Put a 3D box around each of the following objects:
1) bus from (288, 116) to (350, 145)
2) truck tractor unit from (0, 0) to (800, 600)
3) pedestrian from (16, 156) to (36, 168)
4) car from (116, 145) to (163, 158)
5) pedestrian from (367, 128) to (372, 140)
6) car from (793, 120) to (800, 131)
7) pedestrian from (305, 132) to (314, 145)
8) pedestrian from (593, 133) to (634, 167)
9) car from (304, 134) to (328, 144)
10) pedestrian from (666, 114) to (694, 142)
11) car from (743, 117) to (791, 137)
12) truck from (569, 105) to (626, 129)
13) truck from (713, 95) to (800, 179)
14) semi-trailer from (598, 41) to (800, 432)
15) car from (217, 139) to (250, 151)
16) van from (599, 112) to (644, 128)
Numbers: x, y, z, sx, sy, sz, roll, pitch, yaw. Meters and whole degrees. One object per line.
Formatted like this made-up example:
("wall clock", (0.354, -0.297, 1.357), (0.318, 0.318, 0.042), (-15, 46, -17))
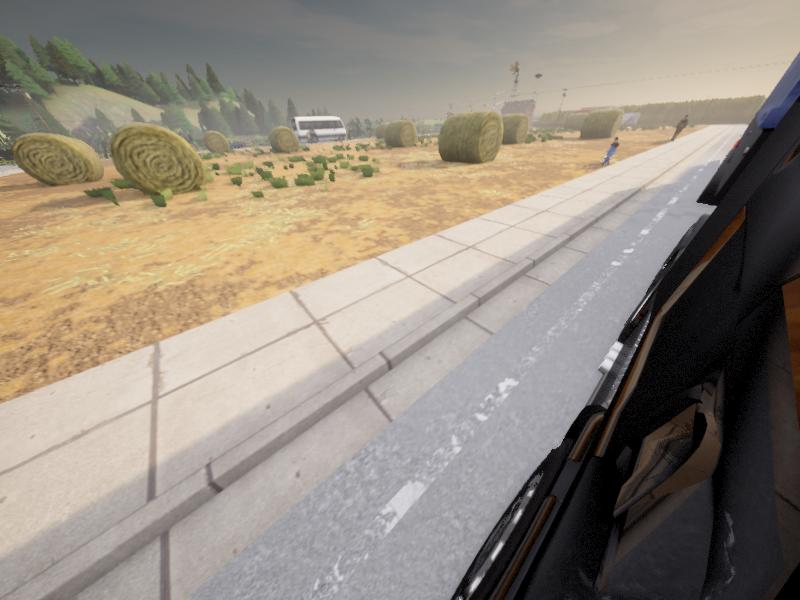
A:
("bus", (-15.902, -33.933, 46.201), (10.273, 4.253, 3.944), (-26, 42, -27))
("truck tractor unit", (2.645, -0.295, 0.351), (6.516, 4.208, 3.053), (-28, 44, -30))
("pedestrian", (-41.263, -15.232, 25.485), (0.500, 1.100, 0.500), (-15, 39, -16))
("car", (-40.884, -23.476, 36.469), (4.718, 1.301, 1.895), (-25, 42, -27))
("pedestrian", (-6.029, -32.762, 45.679), (0.751, 1.860, 0.751), (-2, 37, 1))
("car", (45.534, -19.568, 25.186), (5.238, 1.638, 1.930), (-28, 44, -30))
("pedestrian", (-16.264, -29.134, 41.554), (0.751, 1.860, 0.751), (-27, 43, -28))
("pedestrian", (10.431, -7.352, 11.334), (0.751, 1.300, 0.751), (-10, 38, -9))
("car", (-17.871, -34.436, 49.311), (4.193, 1.474, 1.816), (-25, 42, -27))
("pedestrian", (23.500, -14.458, 19.416), (0.751, 1.860, 0.751), (27, 46, 34))
("car", (35.985, -17.067, 22.738), (4.181, 1.385, 1.994), (-28, 44, -30))
("truck", (44.281, -41.164, 52.151), (2.891, 3.827, 8.468), (-27, 43, -29))
("truck", (16.104, -6.824, 9.576), (5.204, 2.467, 2.627), (-28, 43, -30))
("semi-trailer", (8.689, -3.627, 4.215), (14.254, 4.402, 2.717), (-28, 44, -30))
("car", (-28.600, -26.746, 39.831), (4.193, 1.474, 1.816), (-25, 42, -27))
("van", (49.474, -40.292, 51.808), (2.351, 2.431, 6.366), (-28, 43, -29))
